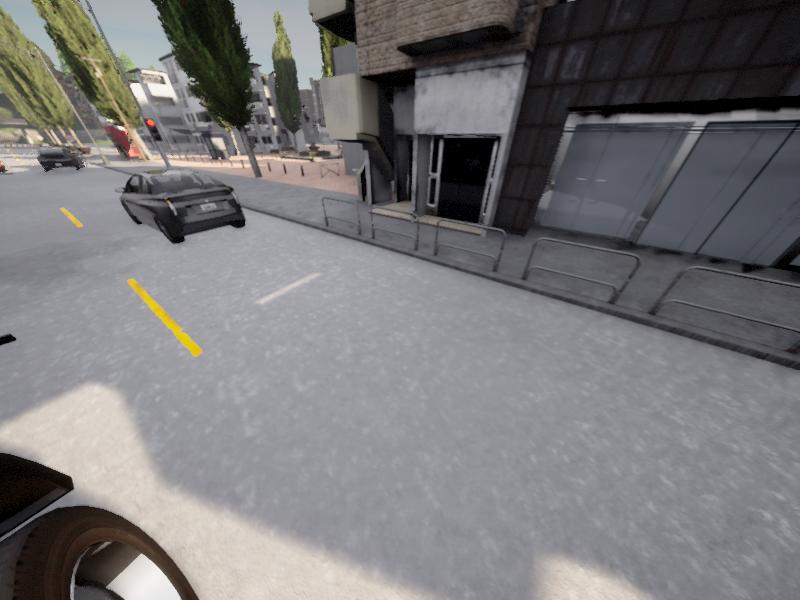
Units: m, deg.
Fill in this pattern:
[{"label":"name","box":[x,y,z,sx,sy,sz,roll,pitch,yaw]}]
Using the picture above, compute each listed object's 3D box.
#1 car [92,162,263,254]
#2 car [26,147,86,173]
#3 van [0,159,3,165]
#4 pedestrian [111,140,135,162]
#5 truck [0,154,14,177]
[{"label":"car","box":[-6.444,-2.918,6.709,4.514,1.525,2.007,22,41,28]},{"label":"car","box":[-27.593,-11.440,18.722,4.892,1.490,1.837,29,43,35]},{"label":"van","box":[-40.660,-14.388,21.926,5.915,2.561,1.988,22,41,28]},{"label":"pedestrian","box":[-28.400,-15.336,23.713,0.751,1.860,0.751,21,40,27]},{"label":"truck","box":[-30.034,-9.912,15.690,5.204,2.467,2.627,27,42,33]}]
